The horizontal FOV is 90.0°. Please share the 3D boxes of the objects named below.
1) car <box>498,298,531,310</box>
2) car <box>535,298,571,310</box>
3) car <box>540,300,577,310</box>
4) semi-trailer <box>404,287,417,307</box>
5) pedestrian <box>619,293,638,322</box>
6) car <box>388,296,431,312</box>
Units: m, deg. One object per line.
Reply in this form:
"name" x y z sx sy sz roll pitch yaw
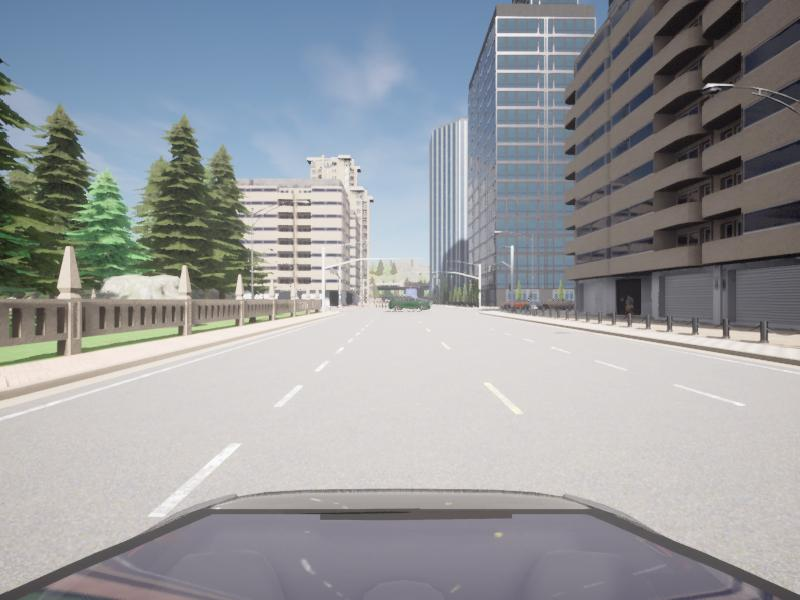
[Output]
"car" 18.110 0.639 63.311 4.553 1.767 2.097 0 0 0
"car" 22.836 0.597 59.821 4.605 1.855 1.932 0 0 0
"car" 25.061 0.781 63.333 4.902 1.511 2.128 0 0 0
"semi-trailer" 2.414 -0.617 96.765 2.717 4.402 14.254 0 0 -1
"pedestrian" 15.236 0.483 26.683 0.751 1.860 0.751 0 0 -9
"car" 1.201 0.541 52.701 5.566 2.045 2.150 0 0 0
